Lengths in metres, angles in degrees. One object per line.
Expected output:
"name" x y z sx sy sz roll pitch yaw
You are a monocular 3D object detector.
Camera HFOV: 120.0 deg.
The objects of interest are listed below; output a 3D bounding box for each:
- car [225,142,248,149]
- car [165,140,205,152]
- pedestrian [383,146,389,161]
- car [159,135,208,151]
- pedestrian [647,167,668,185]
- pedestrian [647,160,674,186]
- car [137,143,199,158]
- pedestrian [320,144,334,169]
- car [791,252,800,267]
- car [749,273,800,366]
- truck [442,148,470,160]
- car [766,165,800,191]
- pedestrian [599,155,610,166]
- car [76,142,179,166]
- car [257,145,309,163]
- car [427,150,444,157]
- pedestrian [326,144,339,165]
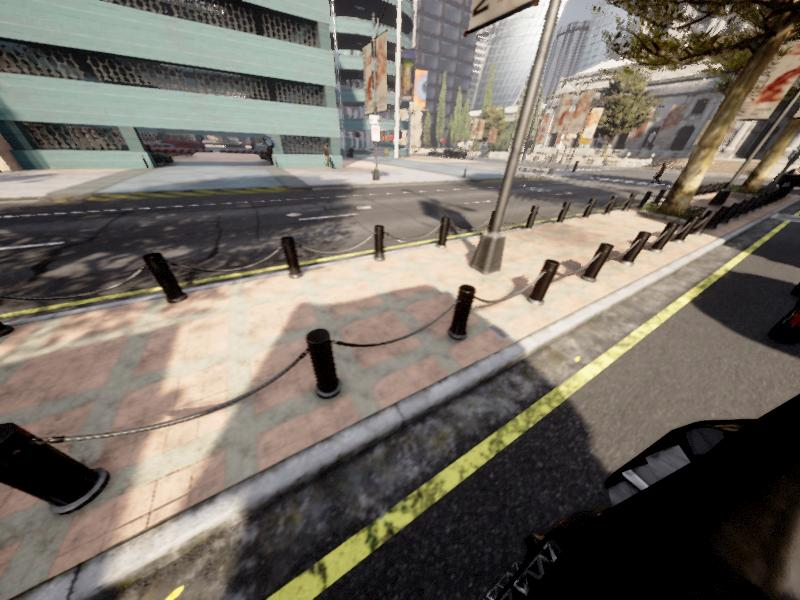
"car" -42.752 -40.409 60.551 4.718 1.301 1.895 -16 38 -26
"car" -36.726 -26.382 39.610 4.514 1.523 2.007 -16 38 -26
"pedestrian" -2.122 -22.146 34.896 0.751 1.860 0.751 14 35 17
"car" -36.663 -26.723 39.417 5.566 2.045 2.435 -16 38 -26
"pedestrian" 23.244 -11.191 20.840 0.751 1.300 0.751 -26 43 -35
"pedestrian" 22.314 -10.893 19.829 0.751 1.860 0.751 -26 43 -36
"car" -26.694 -17.417 26.883 4.718 1.301 1.895 -16 38 -26
"pedestrian" -6.452 -12.696 20.482 0.751 1.860 0.751 -23 42 -33
"car" 12.234 -1.577 5.605 4.514 1.525 2.007 -16 38 -26
"car" 6.943 -0.040 2.954 3.705 1.549 1.789 -16 38 -26
"truck" 13.103 -34.540 54.489 2.390 2.098 6.274 -19 40 -29
"car" 37.092 -10.648 20.399 1.932 1.855 4.605 -16 38 -25
"pedestrian" 40.155 -27.342 45.279 0.751 1.860 0.751 -17 38 -26
"car" -21.242 -11.612 18.437 4.786 1.482 2.161 -16 38 -26
"car" -13.278 -16.624 26.359 4.902 1.511 2.128 -16 38 -26
"car" 9.544 -39.476 62.299 4.181 1.385 1.994 28 42 33
"pedestrian" -7.275 -15.726 24.967 0.751 1.860 0.751 16 36 20
